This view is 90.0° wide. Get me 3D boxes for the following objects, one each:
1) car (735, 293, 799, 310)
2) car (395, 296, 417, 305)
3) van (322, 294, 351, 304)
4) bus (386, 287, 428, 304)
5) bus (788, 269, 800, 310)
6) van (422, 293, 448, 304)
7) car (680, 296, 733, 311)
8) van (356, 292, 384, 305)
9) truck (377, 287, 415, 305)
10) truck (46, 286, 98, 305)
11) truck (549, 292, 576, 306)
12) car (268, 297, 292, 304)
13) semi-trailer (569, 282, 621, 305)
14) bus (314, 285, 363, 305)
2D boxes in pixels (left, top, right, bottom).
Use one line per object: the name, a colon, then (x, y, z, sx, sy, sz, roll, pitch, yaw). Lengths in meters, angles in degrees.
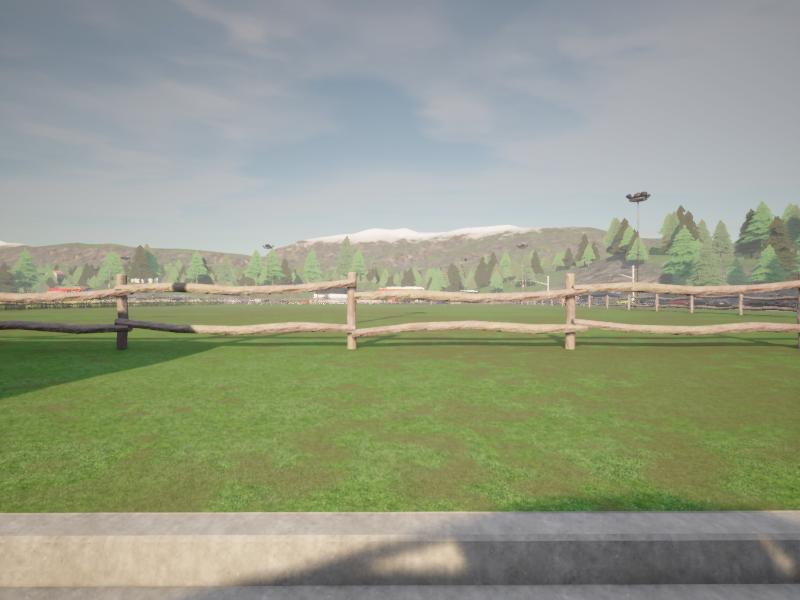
car: (36.825, 0.156, 40.302, 2.242, 1.667, 4.611, 0, 0, 0)
car: (1.316, 0.052, 85.044, 4.605, 1.855, 1.932, 0, 0, -1)
van: (-14.491, -0.222, 91.882, 6.366, 2.431, 2.351, 0, 0, -1)
bus: (1.668, -1.134, 99.170, 10.273, 4.253, 3.944, 0, 0, -1)
bus: (43.707, -1.134, 37.850, 3.944, 4.253, 10.273, 0, 0, 0)
van: (8.074, -0.278, 92.113, 5.915, 2.561, 1.988, 0, 0, 0)
car: (29.819, 0.307, 39.077, 1.994, 1.385, 4.181, 0, 0, 0)
van: (-6.351, -0.282, 84.962, 5.915, 2.561, 1.988, 1, 0, -1)
truck: (-0.890, -0.921, 88.518, 8.468, 3.827, 2.891, 0, 0, -1)
truck: (-69.031, -0.925, 84.325, 8.468, 3.827, 2.891, 0, 0, -1)
truck: (29.736, -0.239, 73.397, 2.627, 2.467, 5.204, 0, 0, -2)
car: (-28.486, 0.171, 95.243, 5.238, 1.638, 1.930, 0, 0, -1)
semi-trailer: (39.610, -1.219, 82.054, 2.717, 4.402, 14.254, 0, 0, -5)
bus: (-13.576, -1.136, 88.515, 10.273, 4.253, 3.944, 0, 0, -1)
